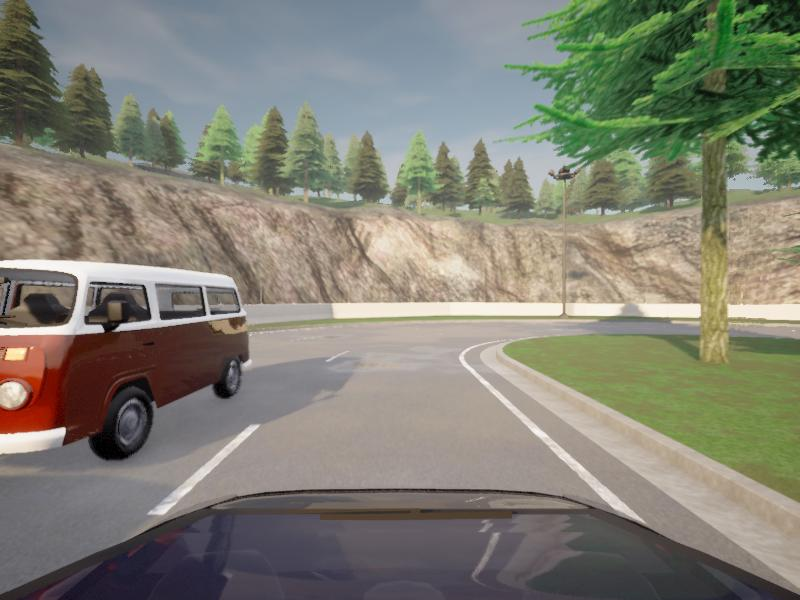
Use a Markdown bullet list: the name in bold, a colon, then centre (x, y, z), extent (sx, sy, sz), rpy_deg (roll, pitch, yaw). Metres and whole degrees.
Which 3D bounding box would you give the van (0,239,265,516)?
- **van**: centre (-3.535, 0.571, 5.181), extent (2.069, 2.038, 4.480), rpy_deg (0, 0, 0)
